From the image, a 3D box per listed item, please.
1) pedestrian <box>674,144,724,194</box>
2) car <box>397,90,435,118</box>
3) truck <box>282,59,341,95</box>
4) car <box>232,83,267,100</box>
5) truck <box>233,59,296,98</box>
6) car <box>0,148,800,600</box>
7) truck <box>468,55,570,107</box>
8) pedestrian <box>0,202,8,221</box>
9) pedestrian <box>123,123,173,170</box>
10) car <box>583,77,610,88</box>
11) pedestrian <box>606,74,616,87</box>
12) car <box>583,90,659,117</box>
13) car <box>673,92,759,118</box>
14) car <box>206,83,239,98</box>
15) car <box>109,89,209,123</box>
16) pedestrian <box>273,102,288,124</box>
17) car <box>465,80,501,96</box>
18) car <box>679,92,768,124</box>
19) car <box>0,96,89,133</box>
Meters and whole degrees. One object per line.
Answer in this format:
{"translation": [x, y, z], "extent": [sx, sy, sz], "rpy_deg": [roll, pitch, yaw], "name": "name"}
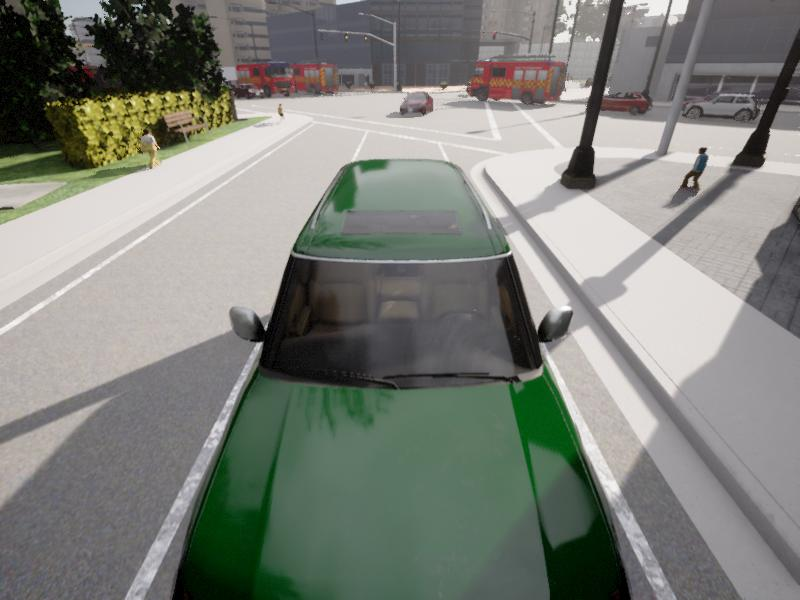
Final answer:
{"translation": [7.532, -3.310, 10.113], "extent": [0.500, 1.100, 0.500], "rpy_deg": [-6, 31, -9], "name": "pedestrian"}
{"translation": [1.242, -14.249, 28.959], "extent": [1.812, 1.442, 4.674], "rpy_deg": [7, 31, 12], "name": "car"}
{"translation": [-11.641, -29.066, 52.239], "extent": [2.891, 3.827, 8.468], "rpy_deg": [-27, 39, -37], "name": "truck"}
{"translation": [-16.714, -23.145, 44.348], "extent": [1.970, 1.475, 3.806], "rpy_deg": [-27, 39, -37], "name": "car"}
{"translation": [-16.133, -26.332, 47.534], "extent": [2.891, 3.827, 8.468], "rpy_deg": [-27, 39, -38], "name": "truck"}
{"translation": [0.009, 0.144, 3.751], "extent": [2.150, 2.045, 5.566], "rpy_deg": [0, 30, 0], "name": "car"}
{"translation": [10.714, -20.469, 37.255], "extent": [2.891, 3.827, 8.468], "rpy_deg": [-24, 38, -35], "name": "truck"}
{"translation": [-8.966, -2.420, 7.969], "extent": [0.751, 1.860, 0.751], "rpy_deg": [-1, 30, -1], "name": "pedestrian"}
{"translation": [-8.008, -4.903, 12.774], "extent": [0.751, 1.300, 0.751], "rpy_deg": [4, 30, 6], "name": "pedestrian"}
{"translation": [32.825, -36.325, 66.728], "extent": [4.193, 1.474, 1.816], "rpy_deg": [-20, 36, -30], "name": "car"}
{"translation": [33.262, -34.630, 63.099], "extent": [0.751, 1.860, 0.751], "rpy_deg": [-21, 36, -32], "name": "pedestrian"}
{"translation": [15.836, -14.253, 28.852], "extent": [1.816, 1.474, 4.193], "rpy_deg": [-27, 39, -37], "name": "car"}
{"translation": [21.904, -13.653, 27.890], "extent": [1.994, 1.385, 4.181], "rpy_deg": [-26, 39, -38], "name": "car"}
{"translation": [-21.611, -25.552, 48.725], "extent": [1.994, 1.385, 4.181], "rpy_deg": [-26, 38, -37], "name": "car"}
{"translation": [-15.873, -12.985, 26.628], "extent": [5.027, 1.651, 2.152], "rpy_deg": [-26, 39, -37], "name": "car"}
{"translation": [-6.782, -10.621, 22.753], "extent": [0.500, 1.100, 0.500], "rpy_deg": [8, 31, 13], "name": "pedestrian"}
{"translation": [10.152, -25.746, 48.556], "extent": [2.038, 1.542, 4.974], "rpy_deg": [22, 37, 32], "name": "car"}
{"translation": [20.163, -12.085, 25.078], "extent": [1.970, 1.475, 3.806], "rpy_deg": [-27, 39, -38], "name": "car"}
{"translation": [-20.837, -10.482, 22.483], "extent": [4.792, 1.488, 2.163], "rpy_deg": [-26, 39, -37], "name": "car"}
